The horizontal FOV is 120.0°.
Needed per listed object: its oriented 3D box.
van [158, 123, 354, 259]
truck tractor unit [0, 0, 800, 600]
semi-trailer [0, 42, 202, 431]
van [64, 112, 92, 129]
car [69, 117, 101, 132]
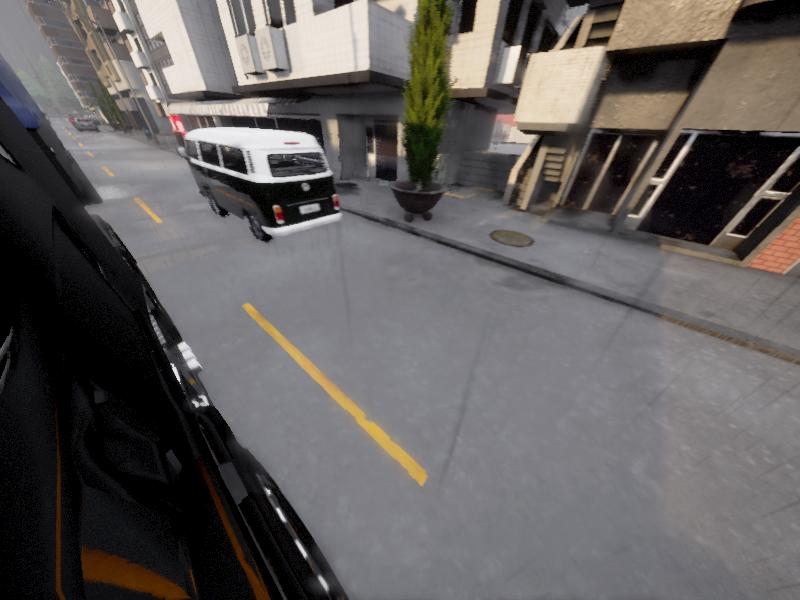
[{"bbox_3d":[-3.498,-2.988,5.715,4.480,2.038,2.069,28,44,30],"label":"van"},{"bbox_3d":[-2.645,-0.295,0.351,6.516,4.208,3.053,28,44,30],"label":"truck tractor unit"},{"bbox_3d":[-8.695,-3.612,4.224,14.254,4.402,2.717,28,44,30],"label":"semi-trailer"},{"bbox_3d":[-51.442,-28.658,36.882,4.442,1.987,1.775,28,44,30],"label":"van"},{"bbox_3d":[-43.094,-23.975,31.606,3.806,1.475,1.970,28,44,30],"label":"car"}]
